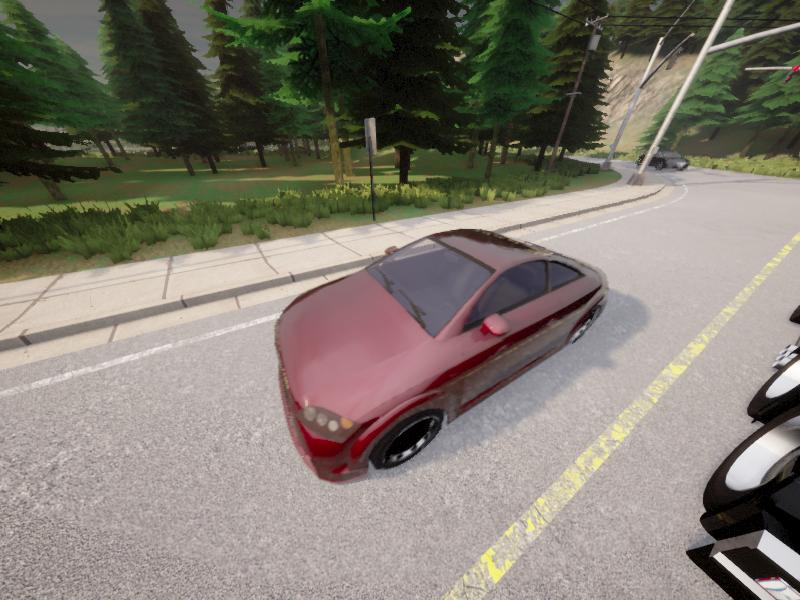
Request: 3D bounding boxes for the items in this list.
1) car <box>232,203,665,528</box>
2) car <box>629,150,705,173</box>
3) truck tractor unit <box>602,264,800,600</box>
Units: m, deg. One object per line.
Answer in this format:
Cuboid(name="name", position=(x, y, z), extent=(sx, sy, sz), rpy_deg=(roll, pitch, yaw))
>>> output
Cuboid(name="car", position=(0.673, -0.020, 2.834), extent=(4.181, 1.385, 1.994), rpy_deg=(-18, 39, -25))
Cuboid(name="car", position=(24.223, -12.864, 21.323), extent=(2.128, 1.511, 4.902), rpy_deg=(8, 35, 10))
Cuboid(name="truck tractor unit", position=(5.109, -0.302, 0.782), extent=(6.516, 4.208, 3.053), rpy_deg=(-18, 39, -24))
